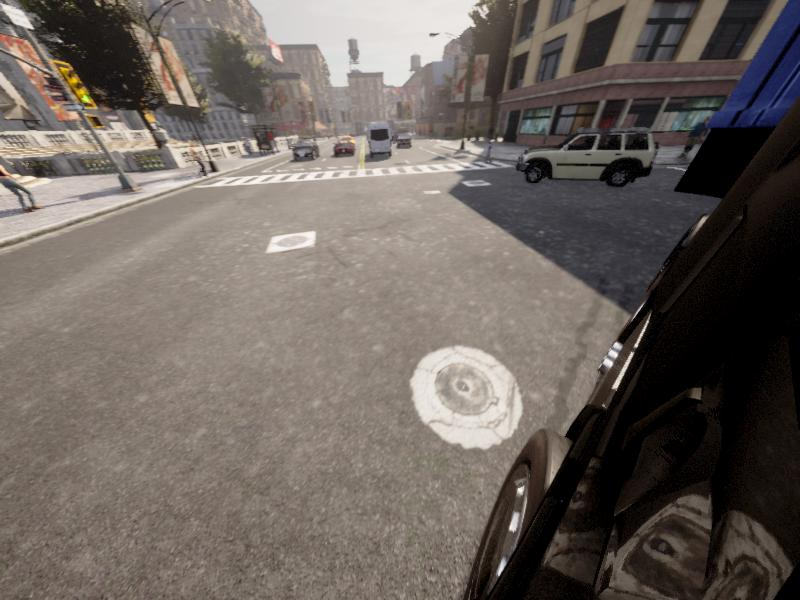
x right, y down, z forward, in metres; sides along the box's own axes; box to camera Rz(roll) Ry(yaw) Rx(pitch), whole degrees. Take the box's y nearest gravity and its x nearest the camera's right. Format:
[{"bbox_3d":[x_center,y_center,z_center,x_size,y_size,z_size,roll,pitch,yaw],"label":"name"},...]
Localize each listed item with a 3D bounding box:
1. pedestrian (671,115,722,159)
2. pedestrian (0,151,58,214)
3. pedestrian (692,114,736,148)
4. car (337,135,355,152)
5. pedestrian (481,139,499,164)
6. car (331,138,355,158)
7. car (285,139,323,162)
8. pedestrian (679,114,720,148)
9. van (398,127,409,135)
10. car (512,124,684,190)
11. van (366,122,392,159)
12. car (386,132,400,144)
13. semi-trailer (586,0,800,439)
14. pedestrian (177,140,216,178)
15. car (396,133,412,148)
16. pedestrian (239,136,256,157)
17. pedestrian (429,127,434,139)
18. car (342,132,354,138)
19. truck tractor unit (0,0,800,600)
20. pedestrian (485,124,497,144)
[{"bbox_3d":[15.776,-8.680,12.365,0.751,1.860,0.751,-19,40,-20],"label":"pedestrian"},{"bbox_3d":[-13.861,-4.158,8.229,0.751,1.860,0.751,-8,37,-6],"label":"pedestrian"},{"bbox_3d":[21.570,-11.630,15.925,0.751,1.860,0.751,-5,37,-3],"label":"pedestrian"},{"bbox_3d":[-6.793,-20.001,29.449,1.882,1.535,5.008,-7,37,-6],"label":"car"},{"bbox_3d":[5.822,-9.643,15.002,0.751,1.300,0.751,1,37,5],"label":"pedestrian"},{"bbox_3d":[-5.812,-15.816,23.952,1.994,1.385,4.181,-6,37,-5],"label":"car"},{"bbox_3d":[-9.070,-14.542,22.345,2.128,1.511,4.902,-6,37,-4],"label":"car"},{"bbox_3d":[21.202,-11.973,16.406,0.751,1.860,0.751,-7,37,-6],"label":"pedestrian"},{"bbox_3d":[1.171,-57.436,78.443,1.775,1.987,4.442,15,41,23],"label":"van"},{"bbox_3d":[7.342,-5.816,9.363,4.605,1.855,1.932,14,42,21],"label":"car"},{"bbox_3d":[-2.071,-15.351,22.118,1.988,2.561,5.915,-6,37,-4],"label":"van"},{"bbox_3d":[-1.268,-28.058,39.884,1.816,1.474,4.193,-6,37,-4],"label":"car"},{"bbox_3d":[9.730,-2.572,2.771,14.254,4.402,2.717,-14,38,-15],"label":"semi-trailer"},{"bbox_3d":[-11.948,-8.321,13.669,0.751,1.860,0.751,-4,37,-2],"label":"pedestrian"},{"bbox_3d":[0.636,-21.602,31.229,2.033,1.411,5.357,0,37,4],"label":"car"},{"bbox_3d":[-16.691,-16.850,25.319,0.751,1.860,0.751,-7,37,-5],"label":"pedestrian"},{"bbox_3d":[5.982,-32.047,44.374,0.751,1.860,0.751,-2,37,0],"label":"pedestrian"},{"bbox_3d":[-16.360,-52.173,72.990,2.002,1.452,4.674,6,38,11],"label":"car"},{"bbox_3d":[2.645,-0.295,0.351,6.516,4.208,3.053,-28,44,-30],"label":"truck tractor unit"},{"bbox_3d":[10.443,-19.096,26.582,0.751,1.860,0.751,-5,37,-3],"label":"pedestrian"}]
